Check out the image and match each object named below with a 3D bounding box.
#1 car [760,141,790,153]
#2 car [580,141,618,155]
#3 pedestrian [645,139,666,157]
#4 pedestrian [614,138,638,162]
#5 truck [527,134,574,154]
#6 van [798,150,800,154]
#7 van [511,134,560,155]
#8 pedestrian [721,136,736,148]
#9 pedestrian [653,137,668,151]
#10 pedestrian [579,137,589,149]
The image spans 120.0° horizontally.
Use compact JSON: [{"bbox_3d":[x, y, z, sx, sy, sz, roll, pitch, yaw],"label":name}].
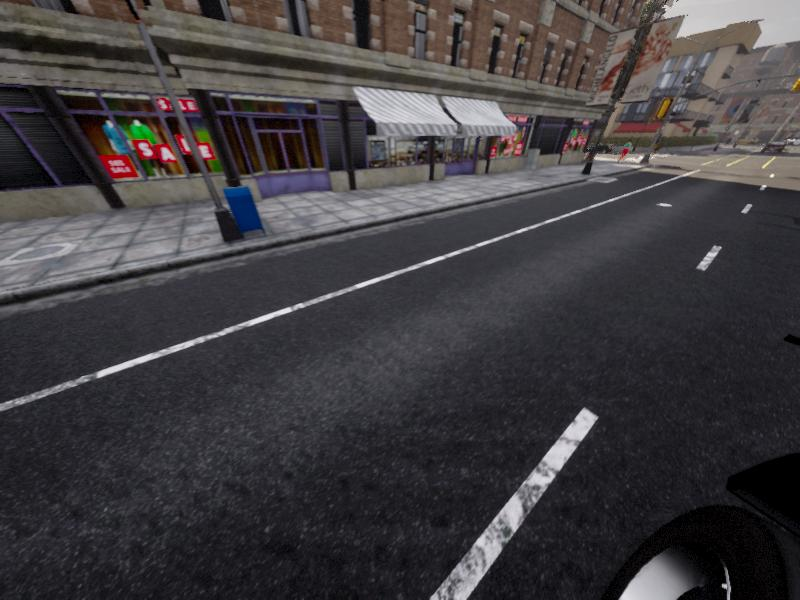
[{"bbox_3d":[58.256,-23.786,35.889,4.674,1.442,1.812,-22,41,-28],"label":"car"},{"bbox_3d":[30.344,-23.302,35.334,1.789,1.549,3.705,-22,41,-28],"label":"car"},{"bbox_3d":[31.806,-18.877,28.743,0.751,1.860,0.751,-9,36,-11],"label":"pedestrian"},{"bbox_3d":[21.580,-14.307,22.085,0.751,1.860,0.751,-23,41,-28],"label":"pedestrian"},{"bbox_3d":[24.146,-25.191,37.266,2.627,2.467,5.204,-23,41,-28],"label":"truck"},{"bbox_3d":[59.770,-22.179,33.083,4.480,2.038,2.069,-22,41,-28],"label":"van"},{"bbox_3d":[20.877,-24.365,36.062,1.988,2.561,5.915,-23,41,-29],"label":"van"},{"bbox_3d":[65.693,-31.569,46.191,0.751,1.860,0.751,-17,39,-23],"label":"pedestrian"},{"bbox_3d":[41.706,-24.965,37.026,0.751,1.860,0.751,20,40,26],"label":"pedestrian"},{"bbox_3d":[36.670,-31.309,46.058,0.751,1.860,0.751,-24,41,-29],"label":"pedestrian"}]
